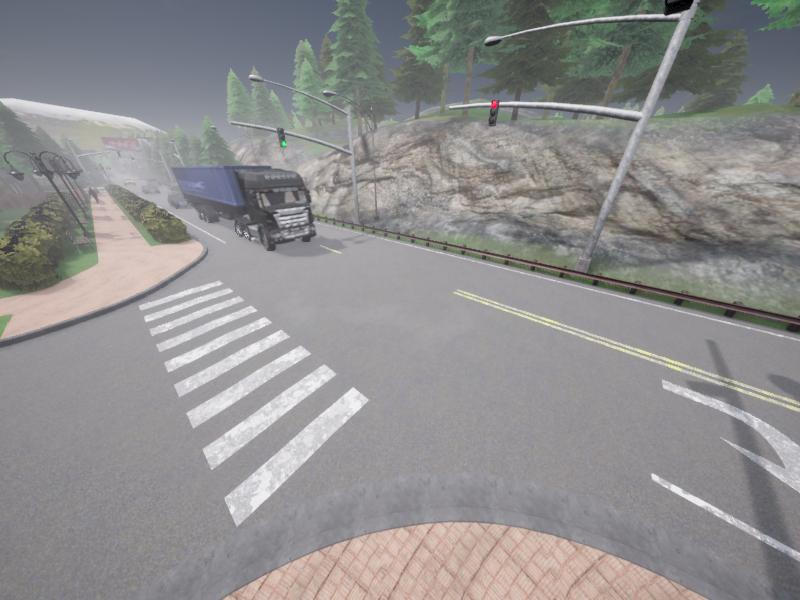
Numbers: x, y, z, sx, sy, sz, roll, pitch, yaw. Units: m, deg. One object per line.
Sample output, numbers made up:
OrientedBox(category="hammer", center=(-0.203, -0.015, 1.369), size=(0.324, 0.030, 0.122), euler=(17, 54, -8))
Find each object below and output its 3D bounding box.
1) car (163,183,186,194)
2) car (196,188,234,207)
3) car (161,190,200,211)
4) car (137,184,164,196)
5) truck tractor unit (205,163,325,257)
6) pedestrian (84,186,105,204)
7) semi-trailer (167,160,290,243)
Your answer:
OrientedBox(category="car", center=(-41.257, -20.534, 42.285), size=(4.892, 1.490, 1.837), euler=(23, 37, 34))
OrientedBox(category="car", center=(-23.319, -12.995, 29.054), size=(4.611, 1.667, 2.242), euler=(23, 37, 34))
OrientedBox(category="car", center=(-25.110, -11.444, 26.407), size=(4.856, 1.649, 2.033), euler=(23, 37, 34))
OrientedBox(category="car", center=(-42.153, -18.627, 38.966), size=(4.902, 1.511, 2.128), euler=(23, 37, 34))
OrientedBox(category="truck tractor unit", center=(-8.037, -5.672, 13.805), size=(6.516, 4.208, 3.053), euler=(23, 37, 35))
OrientedBox(category="pedestrian", center=(-37.017, -12.714, 28.021), size=(0.751, 1.860, 0.751), euler=(-18, 35, -28))
OrientedBox(category="semi-trailer", center=(-14.054, -8.318, 18.206), size=(14.254, 4.402, 2.717), euler=(23, 37, 34))
